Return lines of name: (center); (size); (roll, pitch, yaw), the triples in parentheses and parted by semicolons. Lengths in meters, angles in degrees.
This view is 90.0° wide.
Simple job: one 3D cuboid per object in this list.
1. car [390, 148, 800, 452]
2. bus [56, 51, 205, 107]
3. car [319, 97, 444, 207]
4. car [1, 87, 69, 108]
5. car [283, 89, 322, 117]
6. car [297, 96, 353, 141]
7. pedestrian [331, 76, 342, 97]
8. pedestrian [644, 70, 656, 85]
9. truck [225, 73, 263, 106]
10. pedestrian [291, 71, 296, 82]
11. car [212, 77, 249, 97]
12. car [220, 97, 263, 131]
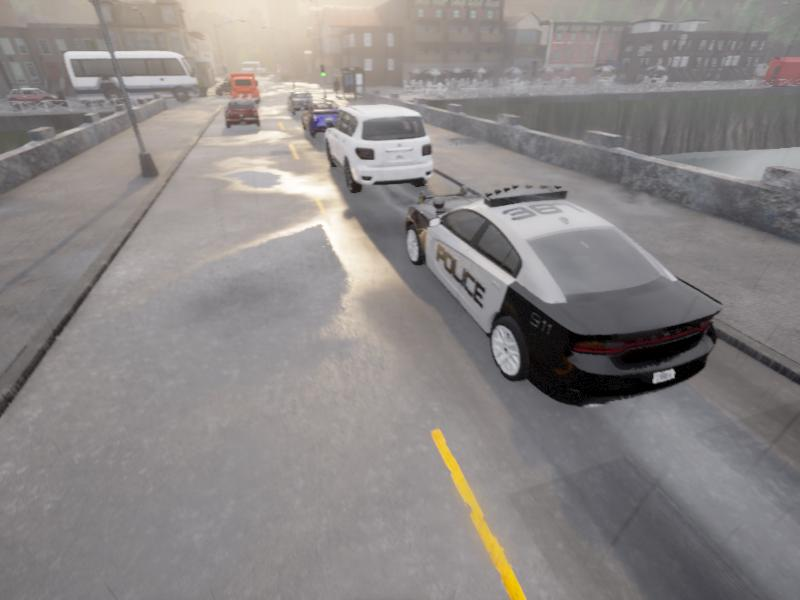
car: (1.553, -0.754, 5.578); (1.930, 1.638, 5.238); (-10, 32, -15)
bus: (-24.587, -20.910, 37.663); (10.273, 4.253, 3.944); (-10, 32, -16)
car: (-0.821, -4.678, 11.874); (2.150, 2.045, 5.566); (-10, 32, -15)
car: (-32.728, -18.226, 36.000); (3.806, 1.475, 1.970); (-10, 32, -15)
car: (-7.189, -14.490, 29.263); (2.033, 1.411, 5.357); (-10, 32, -15)
car: (-3.877, -9.297, 20.272); (2.007, 1.525, 4.514); (-10, 32, -15)
pedestrian: (-6.522, -22.011, 41.286); (0.751, 1.860, 0.751); (4, 31, 8)
pedestrian: (34.967, -31.127, 55.993); (0.751, 1.860, 0.751); (-10, 32, -15)
truck: (-14.263, -19.478, 36.804); (2.627, 2.467, 5.204); (-10, 31, -15)
pedestrian: (-21.297, -44.792, 80.172); (0.751, 1.860, 0.751); (-8, 31, -13)
car: (-19.232, -24.329, 45.680); (1.905, 1.878, 3.866); (6, 31, 9)
car: (-9.176, -10.911, 23.334); (1.895, 1.301, 4.718); (-10, 32, -15)
